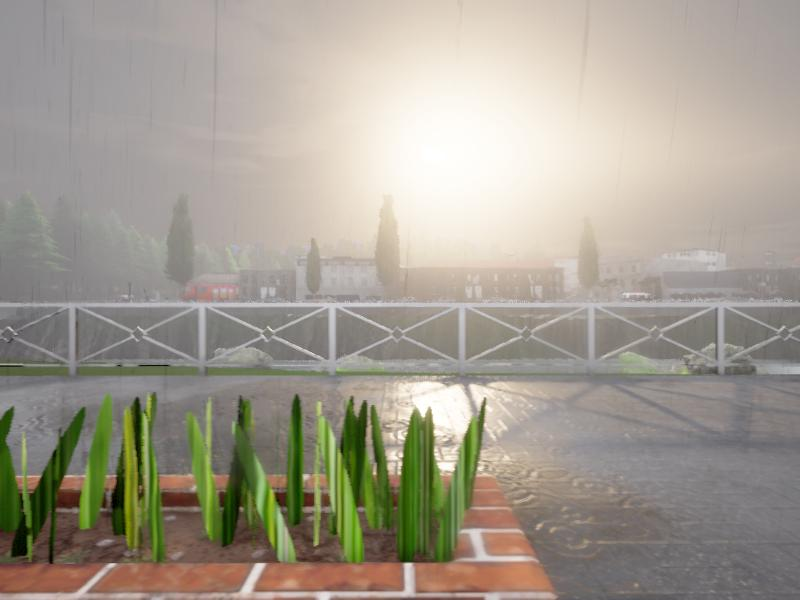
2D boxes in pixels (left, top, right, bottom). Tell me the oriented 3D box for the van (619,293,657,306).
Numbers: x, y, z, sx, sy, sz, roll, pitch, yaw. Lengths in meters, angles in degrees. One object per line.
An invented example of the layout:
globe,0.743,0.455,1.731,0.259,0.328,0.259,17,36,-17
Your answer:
van,35.908,-0.057,60.423,4.480,2.038,2.069,0,0,0

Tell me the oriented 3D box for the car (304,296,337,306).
car,-12.748,0.192,64.334,5.027,1.651,2.152,0,0,0

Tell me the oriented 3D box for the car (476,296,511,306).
car,14.971,0.159,64.384,5.238,1.638,1.930,0,0,0

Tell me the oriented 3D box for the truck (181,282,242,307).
truck,-30.220,-0.895,64.305,8.468,3.827,2.891,0,0,0

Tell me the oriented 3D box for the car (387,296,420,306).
car,0.602,0.171,64.359,5.238,1.638,1.930,0,0,0

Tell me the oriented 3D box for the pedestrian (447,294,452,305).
pedestrian,8.750,-0.059,71.085,0.751,1.860,0.751,0,0,19

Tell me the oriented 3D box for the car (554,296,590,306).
car,27.617,0.146,64.409,4.856,1.649,2.033,0,0,0

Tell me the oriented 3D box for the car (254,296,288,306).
car,-20.728,0.197,64.323,4.856,1.649,2.033,0,0,0

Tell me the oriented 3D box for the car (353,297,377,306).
car,-5.599,0.259,64.343,3.806,1.475,1.970,0,0,0

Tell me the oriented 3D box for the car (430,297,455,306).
car,6.866,0.248,64.366,3.806,1.475,1.970,0,0,0
